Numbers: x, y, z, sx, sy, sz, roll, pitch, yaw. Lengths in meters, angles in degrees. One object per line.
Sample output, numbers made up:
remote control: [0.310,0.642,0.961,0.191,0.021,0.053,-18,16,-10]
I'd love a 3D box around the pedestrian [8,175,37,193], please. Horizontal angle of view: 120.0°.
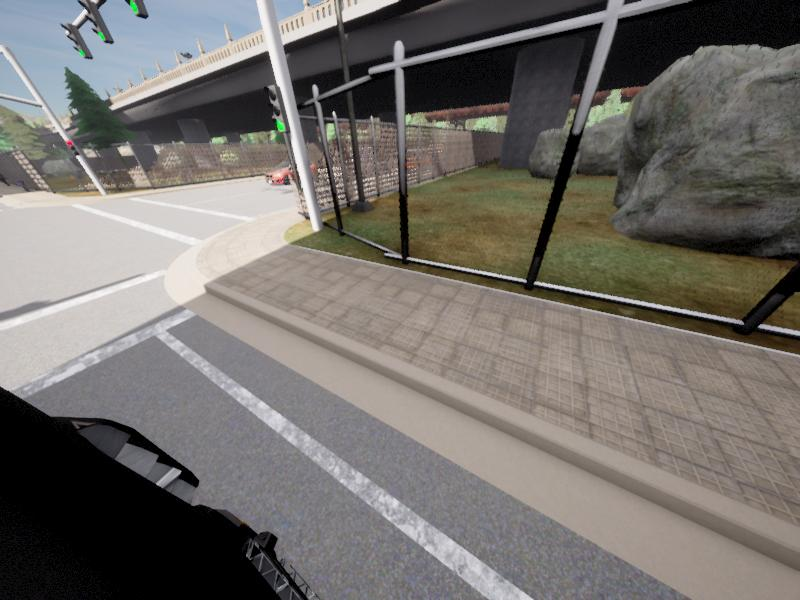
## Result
pedestrian: [-33.211,-10.184,20.329,0.751,1.300,0.751,21,41,32]

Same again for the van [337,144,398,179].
van: [-2.852,-13.729,22.735,2.351,2.431,6.366,16,38,26]

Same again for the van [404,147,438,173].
van: [2.263,-14.750,24.280,1.775,1.987,4.442,16,38,26]

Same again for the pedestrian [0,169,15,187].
pedestrian: [-46.754,-14.350,27.134,0.751,1.860,0.751,16,38,26]

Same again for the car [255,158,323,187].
car: [-9.230,-10.958,19.738,2.242,1.667,4.611,16,38,26]
